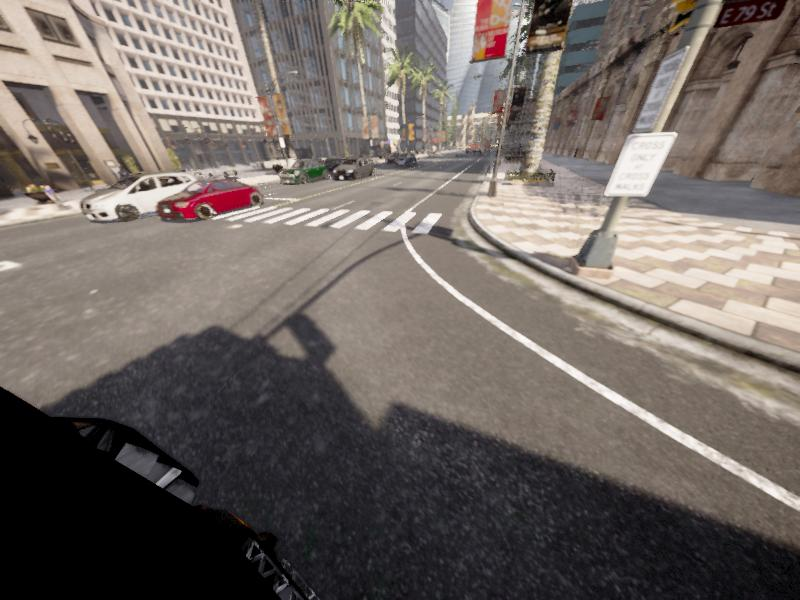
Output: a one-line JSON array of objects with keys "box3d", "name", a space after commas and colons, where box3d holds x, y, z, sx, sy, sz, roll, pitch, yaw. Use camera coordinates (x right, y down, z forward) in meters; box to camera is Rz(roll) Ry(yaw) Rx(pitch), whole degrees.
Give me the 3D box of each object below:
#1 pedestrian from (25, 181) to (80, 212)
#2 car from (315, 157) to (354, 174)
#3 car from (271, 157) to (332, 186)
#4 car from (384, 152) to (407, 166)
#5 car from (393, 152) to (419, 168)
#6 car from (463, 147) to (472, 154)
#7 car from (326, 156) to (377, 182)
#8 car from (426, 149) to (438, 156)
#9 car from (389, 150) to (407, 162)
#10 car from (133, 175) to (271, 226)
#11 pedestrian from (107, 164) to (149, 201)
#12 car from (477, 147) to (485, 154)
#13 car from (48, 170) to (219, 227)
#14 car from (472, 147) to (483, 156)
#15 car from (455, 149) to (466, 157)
[{"box3d": [-17.512, -5.223, 11.702, 0.751, 1.300, 0.751, -5, 33, -4], "name": "pedestrian"}, {"box3d": [-7.890, -16.482, 28.285, 2.163, 1.488, 4.792, 9, 35, 17], "name": "car"}, {"box3d": [-8.174, -11.064, 19.776, 2.097, 1.767, 4.553, 9, 35, 18], "name": "car"}, {"box3d": [-0.584, -22.653, 37.086, 2.038, 1.542, 4.974, 9, 35, 18], "name": "car"}, {"box3d": [0.951, -19.447, 32.015, 2.033, 1.649, 4.856, 9, 35, 18], "name": "car"}, {"box3d": [19.542, -43.072, 66.646, 2.038, 1.542, 4.974, 9, 35, 17], "name": "car"}, {"box3d": [-4.086, -11.699, 20.558, 2.242, 1.667, 4.611, 9, 35, 18], "name": "car"}, {"box3d": [9.440, -43.633, 68.260, 2.231, 1.521, 4.892, 9, 35, 17], "name": "car"}, {"box3d": [-0.320, -28.190, 45.256, 2.185, 1.767, 4.553, 9, 35, 17], "name": "car"}, {"box3d": [-8.471, -4.677, 10.475, 1.994, 1.385, 4.181, 9, 35, 17], "name": "car"}, {"box3d": [-16.421, -7.117, 13.993, 0.751, 1.860, 0.751, -20, 37, -24], "name": "pedestrian"}, {"box3d": [23.717, -43.938, 67.669, 1.801, 1.575, 5.366, 9, 35, 17], "name": "car"}, {"box3d": [-12.034, -5.049, 11.025, 2.242, 1.667, 4.611, 9, 35, 18], "name": "car"}, {"box3d": [18.807, -36.083, 56.121, 2.128, 1.511, 4.902, 9, 35, 17], "name": "car"}, {"box3d": [14.358, -34.689, 54.519, 1.895, 1.301, 4.718, 9, 35, 17], "name": "car"}]
